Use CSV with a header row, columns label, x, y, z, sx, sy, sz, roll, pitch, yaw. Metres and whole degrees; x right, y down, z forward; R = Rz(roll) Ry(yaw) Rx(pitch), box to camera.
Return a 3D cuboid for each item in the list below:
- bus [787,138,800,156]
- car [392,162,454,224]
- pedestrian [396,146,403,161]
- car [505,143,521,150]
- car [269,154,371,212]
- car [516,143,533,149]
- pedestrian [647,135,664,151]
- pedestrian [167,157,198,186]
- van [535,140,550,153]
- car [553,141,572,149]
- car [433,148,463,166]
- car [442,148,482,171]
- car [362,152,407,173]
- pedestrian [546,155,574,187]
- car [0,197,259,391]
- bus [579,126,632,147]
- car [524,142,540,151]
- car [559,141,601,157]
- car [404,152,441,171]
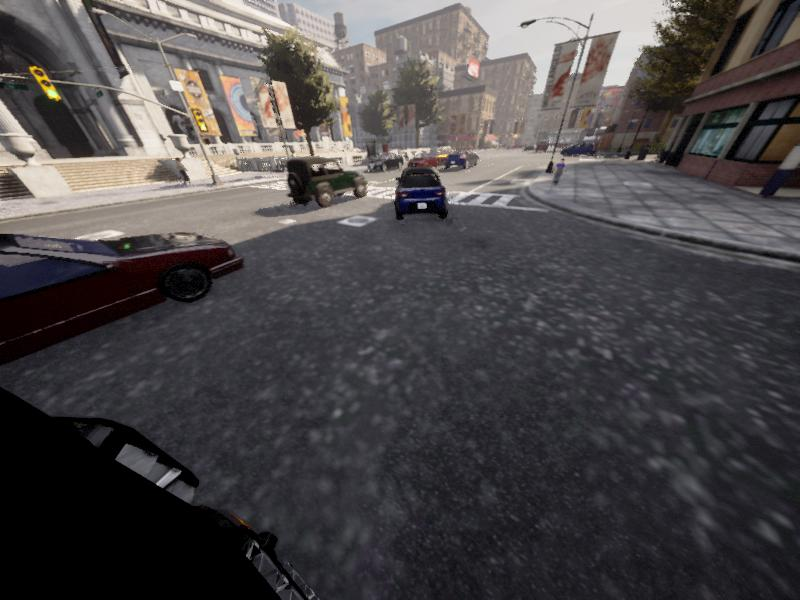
label,x,y,z,sx,sy,sz,roll,pitch,yaw
bus,40.922,-13.540,17.595,10.273,4.253,3.944,18,39,27
car,0.719,-4.306,8.922,1.816,1.474,4.193,-2,34,2
pedestrian,-0.128,-22.915,36.105,0.751,1.860,0.751,18,39,27
car,33.050,-44.943,67.521,4.674,1.452,2.002,-25,40,-30
car,-3.375,-5.537,10.652,1.905,1.878,3.866,18,39,28
car,37.725,-46.865,70.223,4.718,1.301,1.895,-18,37,-22
pedestrian,35.414,-21.737,32.029,0.751,1.860,0.751,18,39,28
pedestrian,-16.155,-9.555,17.197,0.751,1.860,0.751,12,36,20
van,28.076,-30.332,45.548,1.775,1.987,4.442,17,39,27
car,40.764,-38.862,57.914,4.792,1.488,2.163,-26,40,-31
car,5.924,-17.560,28.320,1.882,1.535,5.008,17,38,26
car,6.259,-14.166,23.153,2.152,1.651,5.027,18,39,28
car,-1.473,-14.352,24.035,2.128,1.511,4.902,18,39,28
pedestrian,7.827,-6.340,11.336,0.751,1.300,0.751,19,39,29
car,-5.229,-0.017,2.977,2.033,1.411,5.357,18,39,28
bus,56.127,-44.879,63.400,10.273,4.253,3.944,-8,34,-8
car,30.985,-35.940,54.148,2.038,1.542,4.974,22,41,32
car,24.489,-20.588,31.571,1.851,1.617,3.988,-30,43,-35
car,2.392,-14.175,23.647,1.994,1.385,4.181,17,39,27
